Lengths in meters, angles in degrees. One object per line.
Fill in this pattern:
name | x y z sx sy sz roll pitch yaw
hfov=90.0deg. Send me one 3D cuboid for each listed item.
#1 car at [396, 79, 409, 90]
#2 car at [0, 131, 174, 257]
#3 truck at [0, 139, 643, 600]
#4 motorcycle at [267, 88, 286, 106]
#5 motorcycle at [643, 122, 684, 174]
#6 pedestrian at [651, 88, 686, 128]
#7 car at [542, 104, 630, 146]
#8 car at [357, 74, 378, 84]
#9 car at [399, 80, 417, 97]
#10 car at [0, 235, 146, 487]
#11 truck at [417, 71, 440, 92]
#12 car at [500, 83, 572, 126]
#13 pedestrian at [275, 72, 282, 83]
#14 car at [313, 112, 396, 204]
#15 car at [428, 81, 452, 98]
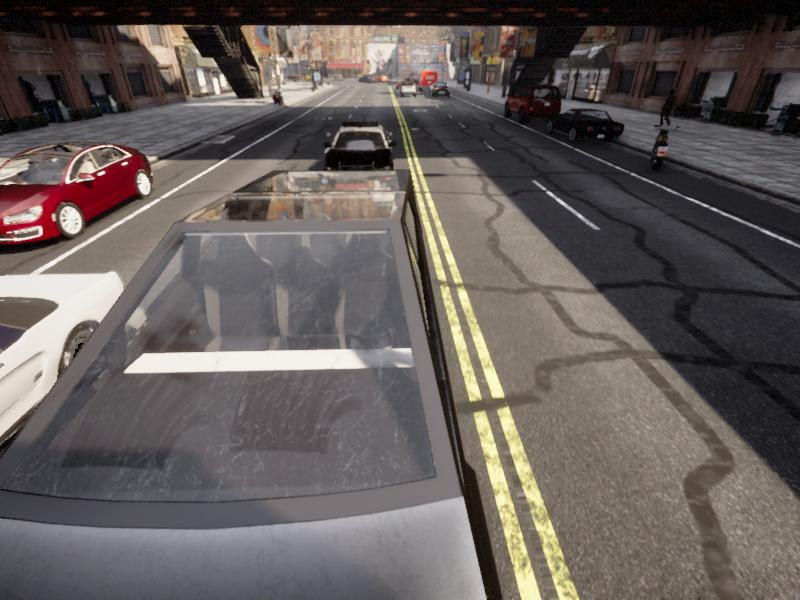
car | 0.349 -32.765 60.783 1.895 1.301 4.718 -1 30 -2
car | -7.564 -2.671 9.070 2.231 1.521 4.892 -1 30 -2
truck | -0.792 0.128 3.709 2.390 2.098 6.274 -1 30 -2
motorcycle | -10.419 -17.099 33.747 0.856 1.236 1.805 -18 35 -28
motorcycle | 8.925 -5.254 13.673 0.764 1.277 2.356 15 33 24
pedestrian | 14.312 -10.264 21.358 0.751 1.860 0.751 -5 31 -8
car | 8.742 -8.556 19.343 1.895 1.301 4.718 -1 30 -2
car | -6.768 -46.197 83.553 2.242 1.667 4.611 -21 36 -31
car | 0.928 -25.121 47.404 1.851 1.617 3.988 -1 30 -2
car | -4.293 1.000 3.020 1.895 1.301 4.718 -1 30 -2
truck | 3.997 -31.307 57.126 2.627 2.467 5.204 -1 30 -2
car | 8.424 -12.600 25.538 2.435 2.045 5.566 -1 30 -2
pedestrian | -23.768 -43.470 78.239 0.751 1.860 0.751 23 37 34
car | -1.165 -4.505 12.093 1.930 1.638 5.238 -1 30 -2
car | 4.493 -24.237 45.967 2.038 1.542 4.974 -1 31 -2
